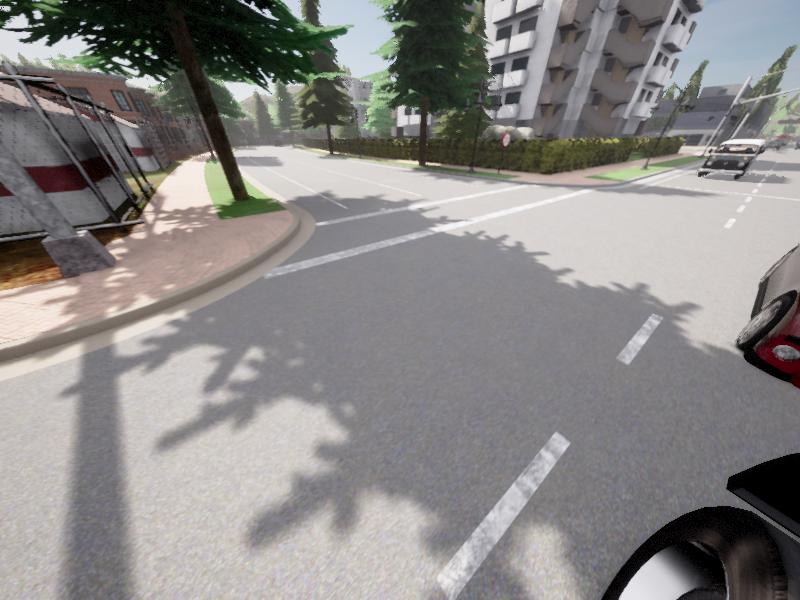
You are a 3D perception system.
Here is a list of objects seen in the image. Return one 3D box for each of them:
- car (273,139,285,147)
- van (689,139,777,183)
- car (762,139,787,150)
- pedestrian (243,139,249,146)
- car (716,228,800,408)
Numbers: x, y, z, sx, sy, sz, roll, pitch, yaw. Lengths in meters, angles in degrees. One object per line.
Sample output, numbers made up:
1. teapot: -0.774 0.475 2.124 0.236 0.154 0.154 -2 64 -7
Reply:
1. car: -36.681 -47.531 69.947 1.905 1.878 3.866 -5 36 -7
2. van: 20.700 -8.772 14.399 4.480 2.038 2.069 -23 41 -28
3. car: 67.603 -28.004 41.678 3.705 1.549 1.789 -22 41 -28
4. pedestrian: -46.917 -48.087 70.533 0.751 1.860 0.751 -5 35 -7
5. car: 5.841 0.052 2.524 3.806 1.475 1.970 -22 41 -28
